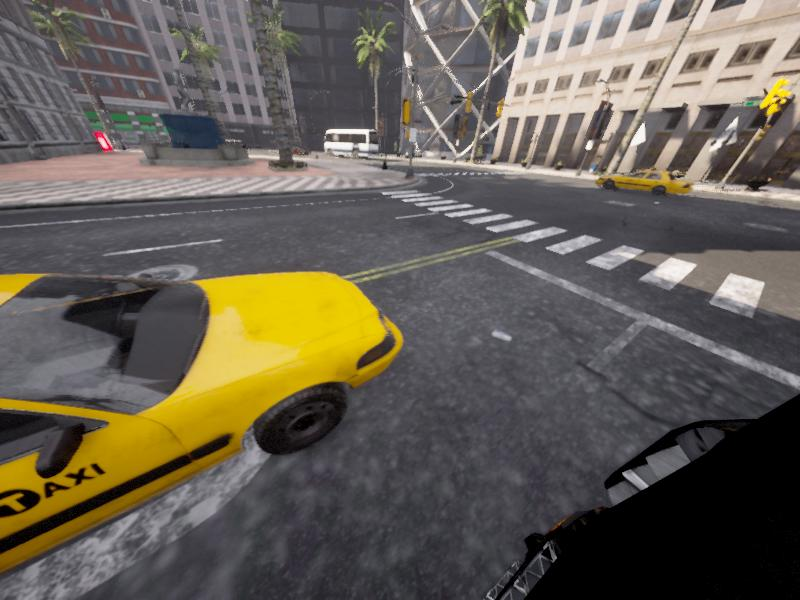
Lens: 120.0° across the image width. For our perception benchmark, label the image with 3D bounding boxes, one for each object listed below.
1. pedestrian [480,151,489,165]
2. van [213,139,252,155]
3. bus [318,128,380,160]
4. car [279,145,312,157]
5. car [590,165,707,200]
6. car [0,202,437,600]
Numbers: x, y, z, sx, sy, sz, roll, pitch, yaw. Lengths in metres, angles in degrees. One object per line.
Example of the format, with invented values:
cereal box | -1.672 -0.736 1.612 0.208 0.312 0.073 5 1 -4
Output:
pedestrian | 14.388 -24.065 39.166 0.751 1.860 0.751 -21 40 -31
van | -27.914 -25.601 38.611 4.480 2.038 2.069 0 33 -4
bus | -8.950 -27.729 41.165 10.273 4.253 3.944 18 36 22
car | -18.662 -26.645 41.348 4.792 1.488 2.163 7 34 6
car | 17.611 -8.667 16.799 1.801 1.575 5.366 -18 39 -28
car | -2.510 0.604 1.413 5.366 1.575 1.801 -18 39 -28
